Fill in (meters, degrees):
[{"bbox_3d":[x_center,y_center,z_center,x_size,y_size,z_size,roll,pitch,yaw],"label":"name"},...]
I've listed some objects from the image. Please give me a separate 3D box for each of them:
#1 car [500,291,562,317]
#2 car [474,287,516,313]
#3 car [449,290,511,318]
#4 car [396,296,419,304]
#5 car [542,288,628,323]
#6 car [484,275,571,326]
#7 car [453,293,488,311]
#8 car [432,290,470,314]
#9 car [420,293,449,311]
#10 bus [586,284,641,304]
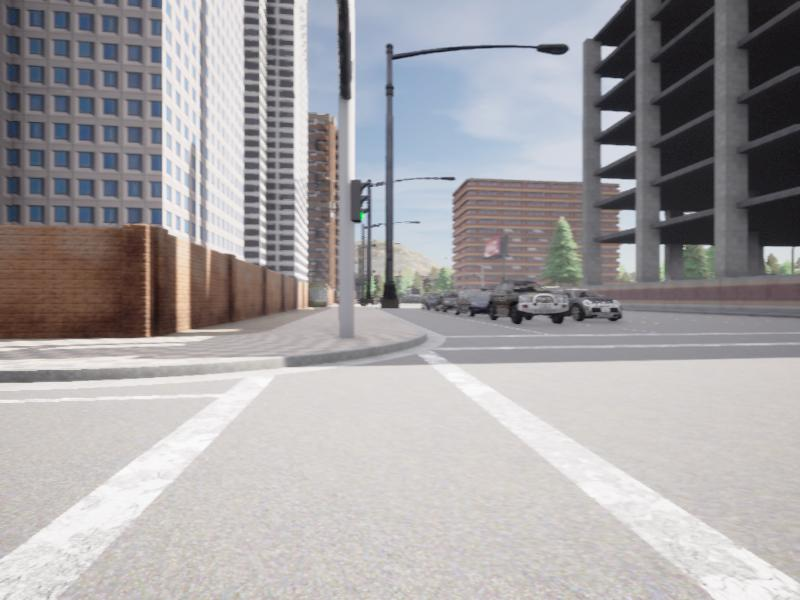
[{"bbox_3d":[7.813,0.223,24.456,1.812,1.442,4.674,0,0,-7],"label":"car"},{"bbox_3d":[7.118,-0.012,30.492,1.905,1.878,3.866,0,0,-7],"label":"car"},{"bbox_3d":[4.442,0.206,23.152,2.163,1.488,4.792,0,0,-7],"label":"car"},{"bbox_3d":[1.543,0.004,84.558,4.856,1.649,2.033,0,0,44],"label":"car"},{"bbox_3d":[8.480,0.218,18.781,1.970,1.475,3.806,0,0,-6],"label":"car"},{"bbox_3d":[5.185,0.019,17.045,1.932,1.855,4.605,0,0,-5],"label":"car"},{"bbox_3d":[6.388,0.174,36.841,1.837,1.490,4.892,0,0,-6],"label":"car"},{"bbox_3d":[3.700,0.130,29.558,1.851,1.617,3.988,0,0,-7],"label":"car"},{"bbox_3d":[2.998,0.184,35.697,1.816,1.474,4.193,0,0,-7],"label":"car"},{"bbox_3d":[47.679,-1.296,89.511,10.273,4.253,3.944,0,0,-7],"label":"bus"}]
